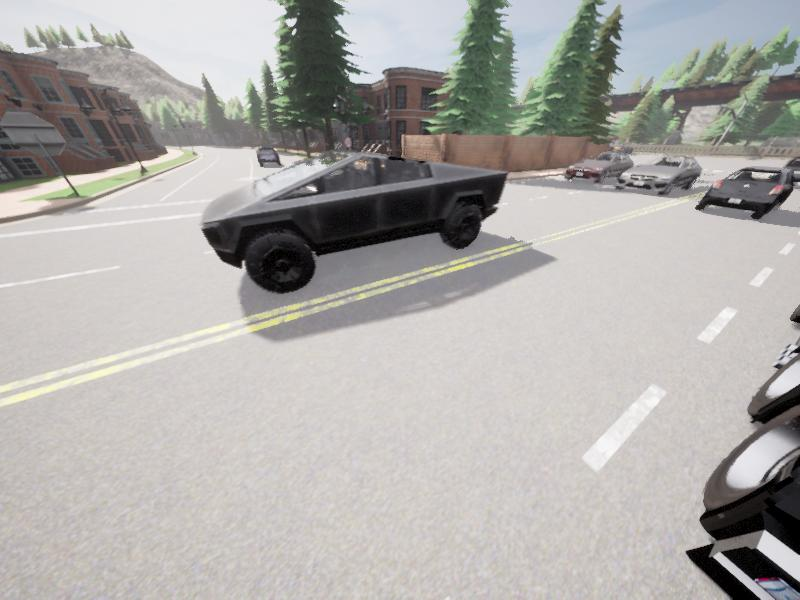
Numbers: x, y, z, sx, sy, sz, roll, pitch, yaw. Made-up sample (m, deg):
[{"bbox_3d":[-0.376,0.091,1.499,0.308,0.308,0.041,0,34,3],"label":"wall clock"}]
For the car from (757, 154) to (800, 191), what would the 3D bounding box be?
[{"bbox_3d":[24.146,-7.732,13.891,3.988,1.617,1.851,-18,39,-24],"label":"car"}]

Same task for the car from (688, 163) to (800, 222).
[{"bbox_3d":[13.497,-4.233,8.849,3.633,1.501,1.845,-18,39,-24],"label":"car"}]

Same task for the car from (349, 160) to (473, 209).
[{"bbox_3d":[0.444,-5.194,10.158,4.892,1.490,1.837,-11,37,-16],"label":"car"}]

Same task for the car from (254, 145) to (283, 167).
[{"bbox_3d":[-13.641,-14.915,23.826,2.033,1.649,4.856,-17,38,-23],"label":"car"}]

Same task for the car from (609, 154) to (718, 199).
[{"bbox_3d":[14.154,-6.793,12.450,5.027,1.651,2.152,-18,39,-24],"label":"car"}]

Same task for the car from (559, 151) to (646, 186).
[{"bbox_3d":[13.543,-8.903,15.476,5.027,1.651,2.152,-18,39,-24],"label":"car"}]

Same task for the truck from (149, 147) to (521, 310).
[{"bbox_3d":[-0.638,-2.171,5.279,6.274,2.098,2.390,-18,39,-24],"label":"truck"}]

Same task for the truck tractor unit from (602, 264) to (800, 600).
[{"bbox_3d":[5.106,-0.307,0.778,6.516,4.208,3.053,-18,39,-24],"label":"truck tractor unit"}]
